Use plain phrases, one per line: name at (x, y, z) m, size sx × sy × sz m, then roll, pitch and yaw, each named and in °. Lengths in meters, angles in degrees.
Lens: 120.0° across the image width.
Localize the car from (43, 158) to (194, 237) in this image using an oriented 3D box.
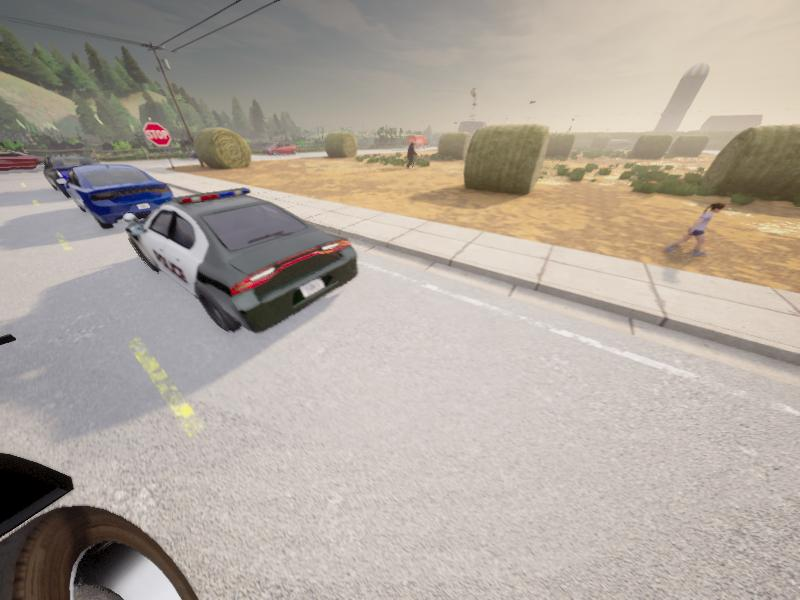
car at (-9.319, -3.608, 7.615) m, size 5.008 × 1.535 × 1.882 m, roll 22°, pitch 40°, yaw 27°

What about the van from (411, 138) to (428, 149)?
van at (4.670, -37.609, 55.515) m, size 1.775 × 1.987 × 4.442 m, roll 24°, pitch 41°, yaw 30°

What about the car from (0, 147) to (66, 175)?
car at (-27.571, -9.853, 16.342) m, size 1.816 × 1.474 × 4.193 m, roll 24°, pitch 42°, yaw 29°

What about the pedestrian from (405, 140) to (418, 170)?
pedestrian at (0.860, -11.083, 17.669) m, size 0.751 × 1.860 × 0.751 m, roll -14°, pitch 38°, yaw -19°

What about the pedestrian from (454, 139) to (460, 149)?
pedestrian at (12.741, -35.000, 51.688) m, size 0.751 × 1.860 × 0.751 m, roll 24°, pitch 41°, yaw 29°

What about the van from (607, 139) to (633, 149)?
van at (59.148, -41.939, 62.141) m, size 4.480 × 2.038 × 2.069 m, roll 22°, pitch 40°, yaw 27°

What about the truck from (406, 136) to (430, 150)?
truck at (3.929, -33.925, 49.865) m, size 2.627 × 2.467 × 5.204 m, roll 24°, pitch 41°, yaw 29°

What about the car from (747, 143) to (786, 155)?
car at (67.932, -28.135, 42.973) m, size 2.038 × 1.542 × 4.974 m, roll 21°, pitch 40°, yaw 27°

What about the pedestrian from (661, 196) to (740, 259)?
pedestrian at (6.169, -1.512, 4.823) m, size 0.500 × 1.100 × 0.500 m, roll 24°, pitch 42°, yaw 30°

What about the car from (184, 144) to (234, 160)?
car at (-22.129, -17.287, 26.903) m, size 1.970 × 1.475 × 3.806 m, roll 24°, pitch 42°, yaw 30°

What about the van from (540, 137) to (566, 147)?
van at (47.592, -49.215, 71.890) m, size 5.915 × 2.561 × 1.988 m, roll 22°, pitch 41°, yaw 28°

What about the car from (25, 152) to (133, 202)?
car at (-15.023, -5.890, 10.813) m, size 4.514 × 1.525 × 2.007 m, roll 22°, pitch 40°, yaw 27°

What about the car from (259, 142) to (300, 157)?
car at (-16.820, -21.283, 32.574) m, size 2.007 × 1.525 × 4.514 m, roll 24°, pitch 41°, yaw 30°

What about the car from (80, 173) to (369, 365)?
car at (-3.190, -1.144, 4.176) m, size 4.974 × 1.542 × 2.038 m, roll 22°, pitch 40°, yaw 28°
